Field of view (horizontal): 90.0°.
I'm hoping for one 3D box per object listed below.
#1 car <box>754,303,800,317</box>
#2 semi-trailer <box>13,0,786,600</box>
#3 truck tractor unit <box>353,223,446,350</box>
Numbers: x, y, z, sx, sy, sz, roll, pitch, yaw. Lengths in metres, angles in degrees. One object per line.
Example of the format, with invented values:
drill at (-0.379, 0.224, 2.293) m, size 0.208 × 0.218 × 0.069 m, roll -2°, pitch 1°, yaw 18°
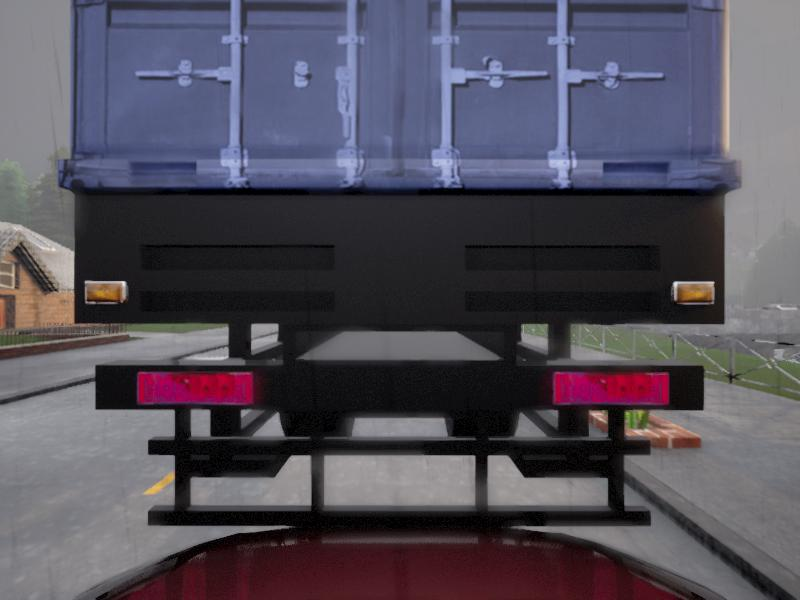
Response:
car at (42.275, 1.074, 43.953) m, size 4.974 × 1.542 × 2.038 m, roll 0°, pitch 0°, yaw 0°
semi-trailer at (-0.006, -0.583, 8.544) m, size 2.717 × 4.402 × 14.254 m, roll 0°, pitch 0°, yaw 0°
truck tractor unit at (-0.015, -0.445, 16.456) m, size 3.053 × 4.208 × 6.516 m, roll 0°, pitch 0°, yaw 0°
